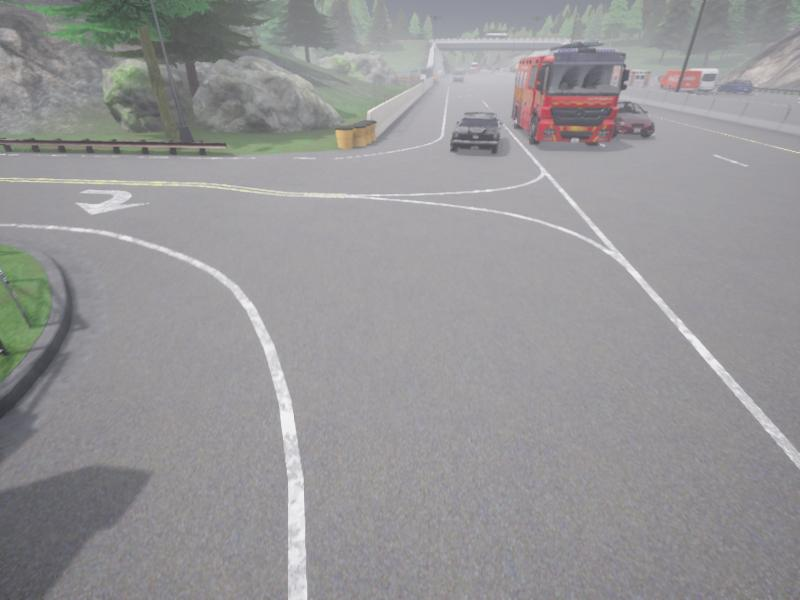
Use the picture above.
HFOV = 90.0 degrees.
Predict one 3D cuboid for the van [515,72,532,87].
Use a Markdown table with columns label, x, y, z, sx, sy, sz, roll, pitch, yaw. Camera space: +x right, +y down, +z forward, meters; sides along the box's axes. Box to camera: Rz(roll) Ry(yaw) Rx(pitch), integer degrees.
| label | x | y | z | sx | sy | sz | roll | pitch | yaw |
| --- | --- | --- | --- | --- | --- | --- | --- | --- | --- |
| van | 20.578 | -36.854 | 66.781 | 1.775 | 1.987 | 4.442 | 3 | 31 | 6 |

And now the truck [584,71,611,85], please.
| label | x | y | z | sx | sy | sz | roll | pitch | yaw |
| --- | --- | --- | --- | --- | --- | --- | --- | --- | --- |
| truck | 35.324 | -39.956 | 71.819 | 2.390 | 2.098 | 6.274 | 3 | 31 | 6 |

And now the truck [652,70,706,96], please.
| label | x | y | z | sx | sy | sz | roll | pitch | yaw |
| --- | --- | --- | --- | --- | --- | --- | --- | --- | --- |
| truck | 32.015 | -25.122 | 46.157 | 2.627 | 2.467 | 5.204 | 3 | 31 | 6 |

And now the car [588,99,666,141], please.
| label | x | y | z | sx | sy | sz | roll | pitch | yaw |
| --- | --- | --- | --- | --- | --- | --- | --- | --- | --- |
| car | 10.995 | -8.974 | 19.759 | 1.816 | 1.474 | 4.193 | 3 | 31 | 6 |

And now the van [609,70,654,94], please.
| label | x | y | z | sx | sy | sz | roll | pitch | yaw |
| --- | --- | --- | --- | --- | --- | --- | --- | --- | --- |
| van | 29.064 | -27.670 | 50.574 | 2.351 | 2.431 | 6.366 | 3 | 31 | 6 |

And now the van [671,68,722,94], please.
| label | x | y | z | sx | sy | sz | roll | pitch | yaw |
| --- | --- | --- | --- | --- | --- | --- | --- | --- | --- |
| van | 35.872 | -26.662 | 48.675 | 1.988 | 2.561 | 5.915 | 3 | 31 | 6 |

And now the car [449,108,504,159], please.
| label | x | y | z | sx | sy | sz | roll | pitch | yaw |
| --- | --- | --- | --- | --- | --- | --- | --- | --- | --- |
| car | 3.327 | -7.123 | 16.851 | 1.895 | 1.301 | 4.718 | 6 | 31 | 11 |

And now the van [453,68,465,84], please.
| label | x | y | z | sx | sy | sz | roll | pitch | yaw |
| --- | --- | --- | --- | --- | --- | --- | --- | --- | --- |
| van | 11.597 | -44.270 | 78.951 | 1.988 | 2.561 | 5.915 | 3 | 31 | 6 |

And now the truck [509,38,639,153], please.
| label | x | y | z | sx | sy | sz | roll | pitch | yaw |
| --- | --- | --- | --- | --- | --- | --- | --- | --- | --- |
| truck | 7.355 | -9.664 | 18.649 | 2.891 | 3.827 | 8.468 | 3 | 31 | 6 |

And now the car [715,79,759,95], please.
| label | x | y | z | sx | sy | sz | roll | pitch | yaw |
| --- | --- | --- | --- | --- | --- | --- | --- | --- | --- |
| car | 39.087 | -24.850 | 46.601 | 1.816 | 1.474 | 4.193 | 3 | 31 | 6 |
